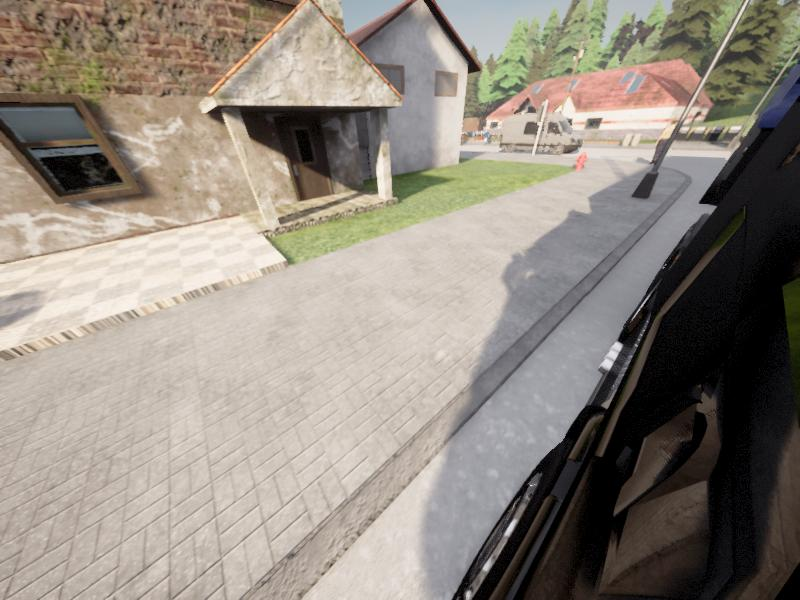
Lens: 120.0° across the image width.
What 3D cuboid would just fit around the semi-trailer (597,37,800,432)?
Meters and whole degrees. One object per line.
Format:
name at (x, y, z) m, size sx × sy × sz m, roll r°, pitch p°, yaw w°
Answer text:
semi-trailer at (8.721, -3.598, 4.192) m, size 14.254 × 4.402 × 2.717 m, roll -28°, pitch 44°, yaw -29°

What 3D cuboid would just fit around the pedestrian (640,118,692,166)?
pedestrian at (12.870, -7.680, 11.267) m, size 0.751 × 1.860 × 0.751 m, roll 10°, pitch 39°, yaw 16°

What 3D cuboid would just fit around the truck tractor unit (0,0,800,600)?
truck tractor unit at (2.645, -0.295, 0.352) m, size 6.516 × 4.208 × 3.053 m, roll -28°, pitch 44°, yaw -30°

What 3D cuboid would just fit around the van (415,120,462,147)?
van at (4.649, -21.114, 29.323) m, size 1.988 × 2.561 × 5.915 m, roll -27°, pitch 44°, yaw -29°

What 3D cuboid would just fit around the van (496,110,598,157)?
van at (11.006, -12.926, 18.014) m, size 1.988 × 2.561 × 5.915 m, roll -28°, pitch 44°, yaw -29°
